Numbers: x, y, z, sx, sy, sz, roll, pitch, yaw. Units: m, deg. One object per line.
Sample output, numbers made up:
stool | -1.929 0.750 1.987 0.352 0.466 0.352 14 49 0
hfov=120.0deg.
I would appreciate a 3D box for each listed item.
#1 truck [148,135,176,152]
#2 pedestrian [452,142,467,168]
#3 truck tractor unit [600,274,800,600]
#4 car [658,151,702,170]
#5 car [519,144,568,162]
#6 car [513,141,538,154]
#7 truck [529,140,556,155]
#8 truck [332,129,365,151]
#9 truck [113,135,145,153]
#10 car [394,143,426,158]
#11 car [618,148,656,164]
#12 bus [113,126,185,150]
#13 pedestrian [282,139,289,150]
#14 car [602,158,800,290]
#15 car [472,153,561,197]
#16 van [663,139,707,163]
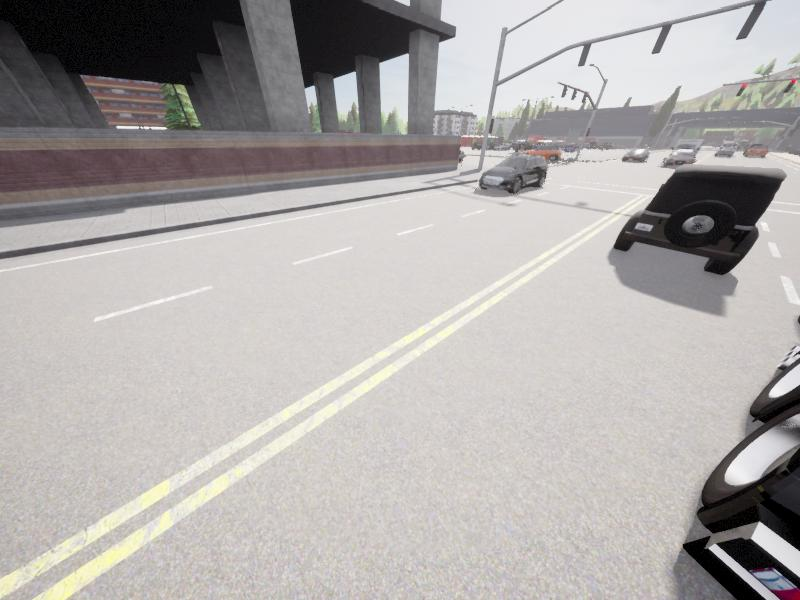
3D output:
truck | -44.260 -29.194 43.032 2.615 2.467 5.204 -26 42 -32
pedestrian | 5.150 -12.495 19.918 0.751 1.860 0.751 24 41 30
truck tractor unit | 5.128 -0.283 0.757 6.516 4.208 3.053 -18 39 -23
car | 27.828 -14.047 23.131 1.994 1.385 4.181 24 41 31
car | 17.831 -18.401 28.854 4.553 1.767 2.097 26 42 32
car | 23.120 -28.025 42.449 4.605 1.855 1.932 -26 42 -32
truck | 25.037 -26.853 40.619 4.478 2.038 2.069 -26 42 -32
truck | -11.403 -35.480 51.321 2.891 3.827 8.468 -26 43 -32
truck | -47.556 -27.618 40.744 2.615 2.467 5.204 -26 42 -32
car | 1.420 -22.840 35.215 1.930 1.638 5.238 -26 43 -32
car | 29.782 -18.162 28.986 4.792 1.488 2.163 -26 42 -32
bus | -57.568 -37.584 53.660 10.273 4.253 3.944 -25 42 -32
pedestrian | -24.191 -32.839 48.833 0.751 1.860 0.751 -25 42 -32
car | 6.880 -2.074 5.369 3.866 1.878 1.905 -26 43 -32
car | 6.405 -6.986 12.636 4.856 1.649 2.033 -26 42 -32
van | 37.077 -19.432 30.040 6.366 2.431 2.351 -26 42 -32
